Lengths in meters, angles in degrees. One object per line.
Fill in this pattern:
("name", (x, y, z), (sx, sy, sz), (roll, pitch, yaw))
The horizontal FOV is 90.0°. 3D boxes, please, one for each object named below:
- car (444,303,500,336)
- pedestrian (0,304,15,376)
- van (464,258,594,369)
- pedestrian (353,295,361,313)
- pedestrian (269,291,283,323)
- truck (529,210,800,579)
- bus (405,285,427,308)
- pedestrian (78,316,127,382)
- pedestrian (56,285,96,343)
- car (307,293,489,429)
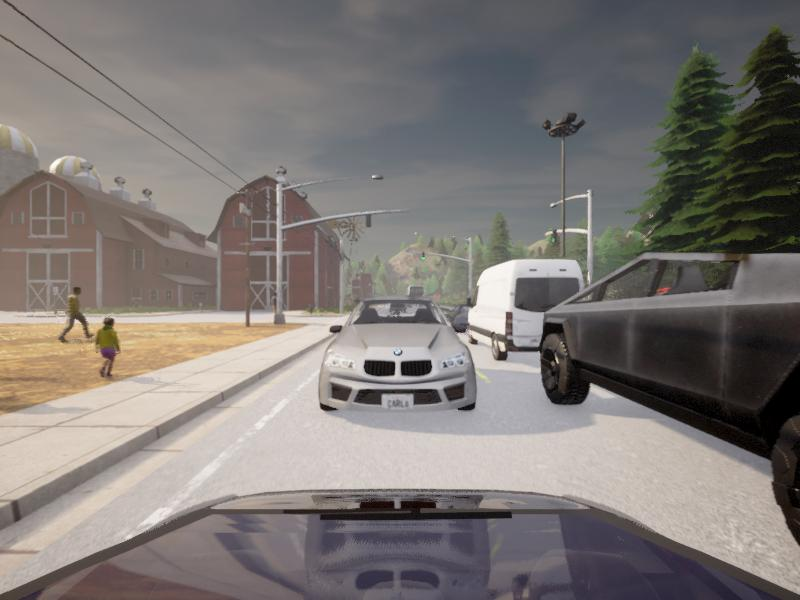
("car", (3.400, 0.877, 19.654), (1.994, 1.385, 4.181), (0, 0, 0))
("pedestrian", (-7.734, 0.735, 7.394), (0.751, 1.300, 0.751), (0, 0, -32))
("van", (3.440, 0.304, 12.150), (1.988, 2.561, 5.915), (0, 0, 0))
("pedestrian", (-4.348, 0.424, 40.590), (0.751, 1.860, 0.751), (0, 0, 0))
("pedestrian", (-7.379, 0.426, 23.696), (0.751, 1.860, 0.751), (0, 0, -20))
("truck", (3.466, 0.535, 3.908), (2.390, 2.098, 6.274), (0, 0, 0))
("bus", (2.995, -0.653, 80.186), (3.944, 4.253, 10.273), (0, 0, 0))
("pedestrian", (-5.256, 0.845, 7.085), (0.500, 1.100, 0.500), (0, 0, 0))
("pedestrian", (-10.678, 0.438, 13.185), (0.751, 1.860, 0.751), (0, 0, 23))
("car", (-0.044, 0.744, 7.223), (2.242, 1.667, 4.611), (0, 0, -1))
